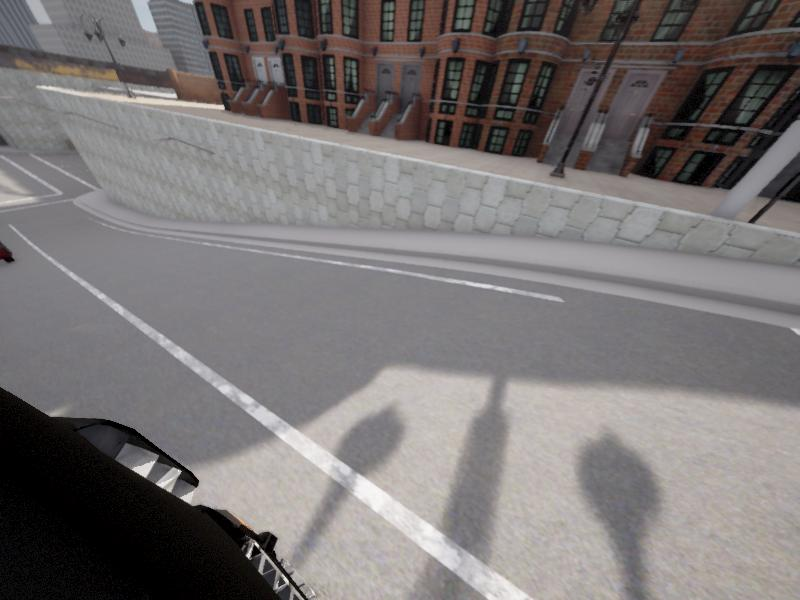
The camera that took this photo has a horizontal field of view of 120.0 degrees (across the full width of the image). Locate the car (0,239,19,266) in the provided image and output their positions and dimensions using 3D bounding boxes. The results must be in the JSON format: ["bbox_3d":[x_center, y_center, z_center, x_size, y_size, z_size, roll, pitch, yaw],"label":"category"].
[{"bbox_3d":[-19.957,-2.296,10.578,4.181,1.385,1.994,14,37,28],"label":"car"}]

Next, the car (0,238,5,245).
[{"bbox_3d":[-26.322,-4.333,13.657,4.605,1.855,1.932,18,39,24],"label":"car"}]
